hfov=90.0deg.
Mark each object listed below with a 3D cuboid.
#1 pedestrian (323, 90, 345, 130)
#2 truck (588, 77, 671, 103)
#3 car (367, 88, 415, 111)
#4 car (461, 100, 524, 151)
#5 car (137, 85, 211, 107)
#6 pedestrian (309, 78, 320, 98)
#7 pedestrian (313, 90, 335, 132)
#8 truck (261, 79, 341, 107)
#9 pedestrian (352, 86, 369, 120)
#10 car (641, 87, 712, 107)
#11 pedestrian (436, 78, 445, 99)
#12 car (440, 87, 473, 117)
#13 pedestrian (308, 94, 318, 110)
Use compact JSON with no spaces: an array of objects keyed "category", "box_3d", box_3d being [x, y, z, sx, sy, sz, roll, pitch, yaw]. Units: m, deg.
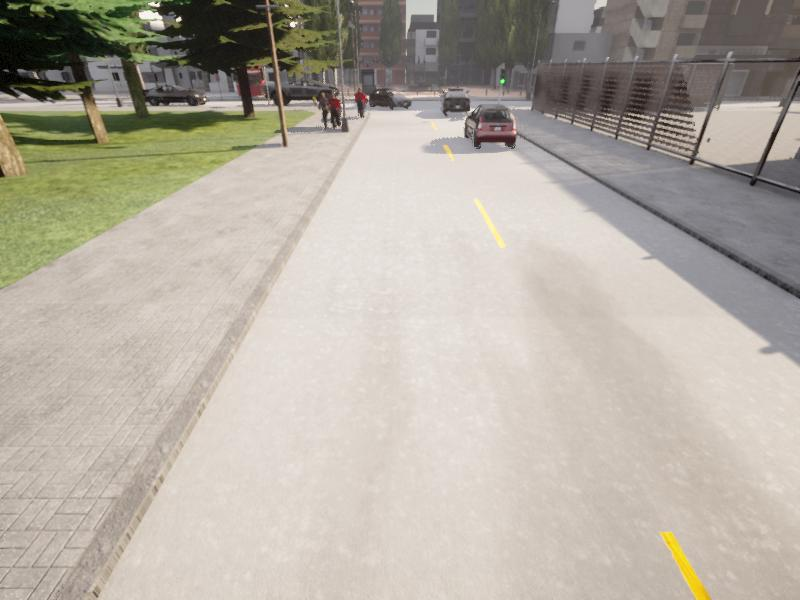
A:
[{"category":"pedestrian","box_3d":[-3.431,-9.954,20.969,0.751,1.860,0.751,8,31,13]},{"category":"truck","box_3d":[22.020,-20.298,38.700,6.274,2.098,2.390,0,30,0]},{"category":"car","box_3d":[-0.804,-16.484,32.787,1.816,1.474,4.193,-21,36,-31]},{"category":"car","box_3d":[4.001,-7.953,18.046,1.851,1.617,3.988,0,30,0]},{"category":"car","box_3d":[-19.804,-18.042,35.308,5.027,1.651,2.152,0,30,0]},{"category":"pedestrian","box_3d":[-9.144,-22.720,42.829,0.751,1.860,0.751,0,30,1]},{"category":"pedestrian","box_3d":[-3.885,-9.711,20.553,0.751,1.860,0.751,3,30,5]},{"category":"truck","box_3d":[-8.518,-18.252,35.197,6.274,2.098,2.390,0,30,0]},{"category":"pedestrian","box_3d":[-2.446,-12.288,24.965,0.751,1.860,0.751,7,31,12]},{"category":"car","box_3d":[24.365,-17.985,35.389,4.674,1.442,1.812,0,30,0]},{"category":"pedestrian","box_3d":[4.225,-21.975,41.554,0.751,1.860,0.751,4,31,7]},{"category":"car","box_3d":[4.116,-14.836,29.800,1.930,1.638,5.238,1,30,2]},{"category":"pedestrian","box_3d":[-6.607,-15.102,30.538,0.500,1.100,0.500,4,30,6]}]
